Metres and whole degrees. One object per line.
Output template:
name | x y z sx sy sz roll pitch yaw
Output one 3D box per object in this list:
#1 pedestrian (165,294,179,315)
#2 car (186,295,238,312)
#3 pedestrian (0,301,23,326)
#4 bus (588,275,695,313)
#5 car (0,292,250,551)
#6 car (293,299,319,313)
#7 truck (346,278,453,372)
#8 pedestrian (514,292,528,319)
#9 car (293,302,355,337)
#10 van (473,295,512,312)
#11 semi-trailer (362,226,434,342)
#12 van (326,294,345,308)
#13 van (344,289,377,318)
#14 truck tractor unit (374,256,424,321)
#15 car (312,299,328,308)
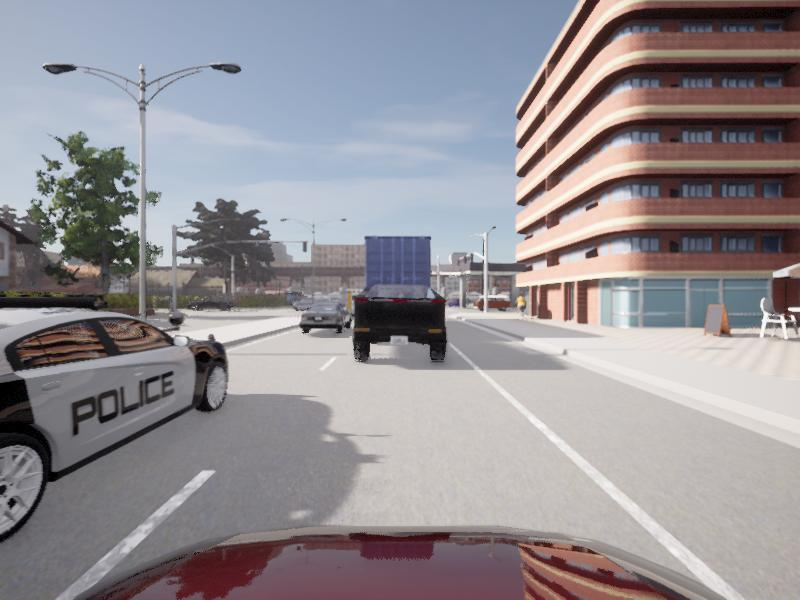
pedestrian | -20.736 0.394 36.414 0.751 1.860 0.751 0 0 7
car | -23.755 0.431 50.661 5.566 2.045 2.150 0 1 -8
pedestrian | -21.141 0.707 21.672 0.751 1.300 0.751 0 0 1
bus | 28.363 -0.661 47.447 10.273 4.253 3.944 0 0 -1
car | -3.500 0.760 4.138 1.930 1.638 5.238 0 0 0
car | -11.498 0.645 49.301 2.033 1.649 4.856 0 0 0
truck | 0.027 0.558 12.225 2.390 2.098 6.274 1 0 1
pedestrian | 8.426 0.387 27.794 0.751 1.860 0.751 0 0 1
car | -3.505 0.841 19.598 2.033 1.411 5.357 0 0 0
van | 11.616 0.435 50.572 4.480 2.038 2.069 0 0 -2
semi-trailer | -0.055 -0.717 22.319 2.717 4.402 14.254 0 1 0
van | -11.502 0.185 71.817 2.351 2.431 6.366 0 0 0
van | -3.512 0.278 36.966 2.351 2.431 6.366 0 0 0
truck tractor unit | -0.146 -0.665 30.291 3.053 4.208 6.516 -4 -2 -1
car | -14.998 0.578 75.179 2.152 1.651 5.027 0 0 0
